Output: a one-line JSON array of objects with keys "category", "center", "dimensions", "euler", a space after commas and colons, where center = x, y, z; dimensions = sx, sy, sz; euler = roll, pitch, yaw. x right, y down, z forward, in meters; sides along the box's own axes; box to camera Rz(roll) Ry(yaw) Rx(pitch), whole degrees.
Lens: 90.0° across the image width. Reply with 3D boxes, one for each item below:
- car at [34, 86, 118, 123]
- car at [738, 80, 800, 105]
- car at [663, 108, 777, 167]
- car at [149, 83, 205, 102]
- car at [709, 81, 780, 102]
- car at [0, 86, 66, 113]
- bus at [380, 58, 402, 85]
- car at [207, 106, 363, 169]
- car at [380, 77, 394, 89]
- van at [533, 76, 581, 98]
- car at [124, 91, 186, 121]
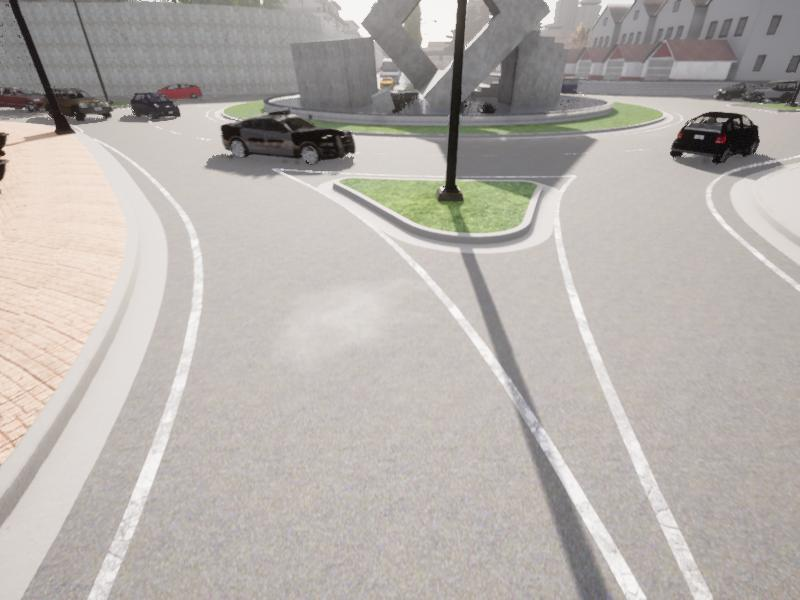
[{"category": "car", "center": [-20.642, -12.517, 25.521], "dimensions": [4.605, 1.855, 1.932], "euler": [15, 32, 24]}, {"category": "car", "center": [34.264, -19.201, 36.937], "dimensions": [3.866, 1.878, 1.905], "euler": [6, 31, 10]}, {"category": "car", "center": [11.982, -6.160, 14.982], "dimensions": [3.705, 1.549, 1.789], "euler": [-19, 35, -29]}, {"category": "car", "center": [-22.162, -20.810, 40.039], "dimensions": [4.514, 1.525, 2.007], "euler": [-10, 32, -17]}, {"category": "car", "center": [34.268, -20.868, 40.002], "dimensions": [4.611, 1.667, 2.242], "euler": [6, 31, 10]}, {"category": "car", "center": [-29.178, -15.441, 30.768], "dimensions": [5.027, 1.651, 2.152], "euler": [4, 31, 6]}, {"category": "bus", "center": [-1.609, -44.517, 77.805], "dimensions": [3.944, 4.253, 10.273], "euler": [0, 30, 1]}, {"category": "car", "center": [-4.213, -6.141, 14.864], "dimensions": [5.238, 1.638, 1.930], "euler": [11, 32, 18]}, {"category": "car", "center": [-1.990, -33.608, 61.930], "dimensions": [1.882, 1.535, 5.008], "euler": [1, 30, 1]}, {"category": "van", "center": [17.664, -24.094, 45.201], "dimensions": [4.442, 1.987, 1.775], "euler": [26, 39, 36]}, {"category": "car", "center": [-16.139, -12.831, 26.402], "dimensions": [3.633, 1.501, 1.845], "euler": [21, 36, 31]}]
